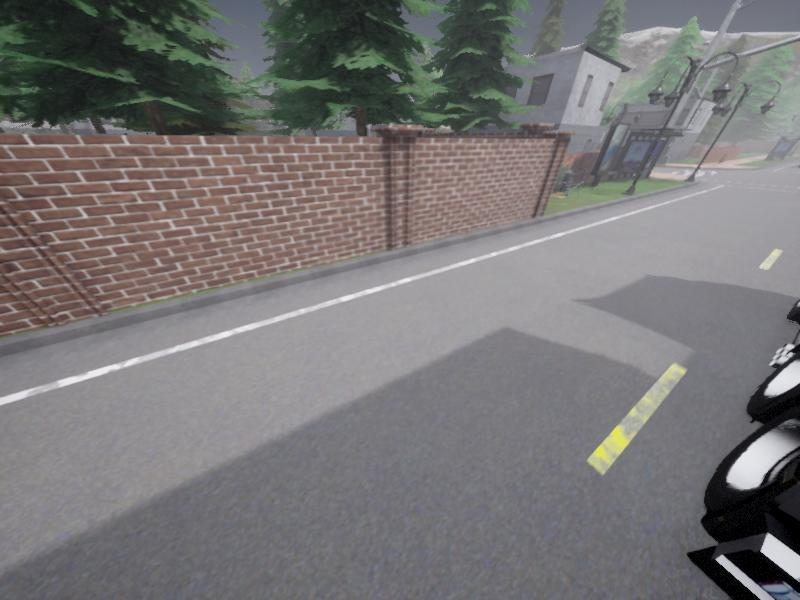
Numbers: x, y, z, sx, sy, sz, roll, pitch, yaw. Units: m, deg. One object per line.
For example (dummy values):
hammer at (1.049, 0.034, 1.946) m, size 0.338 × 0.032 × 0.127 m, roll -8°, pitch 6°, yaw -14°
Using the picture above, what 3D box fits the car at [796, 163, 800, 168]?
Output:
car at (44.706, -15.029, 24.189) m, size 5.566 × 2.045 × 2.150 m, roll -19°, pitch 39°, yaw -25°

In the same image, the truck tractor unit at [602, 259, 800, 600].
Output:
truck tractor unit at (5.103, -0.309, 0.793) m, size 6.516 × 4.208 × 3.053 m, roll -19°, pitch 39°, yaw -25°
